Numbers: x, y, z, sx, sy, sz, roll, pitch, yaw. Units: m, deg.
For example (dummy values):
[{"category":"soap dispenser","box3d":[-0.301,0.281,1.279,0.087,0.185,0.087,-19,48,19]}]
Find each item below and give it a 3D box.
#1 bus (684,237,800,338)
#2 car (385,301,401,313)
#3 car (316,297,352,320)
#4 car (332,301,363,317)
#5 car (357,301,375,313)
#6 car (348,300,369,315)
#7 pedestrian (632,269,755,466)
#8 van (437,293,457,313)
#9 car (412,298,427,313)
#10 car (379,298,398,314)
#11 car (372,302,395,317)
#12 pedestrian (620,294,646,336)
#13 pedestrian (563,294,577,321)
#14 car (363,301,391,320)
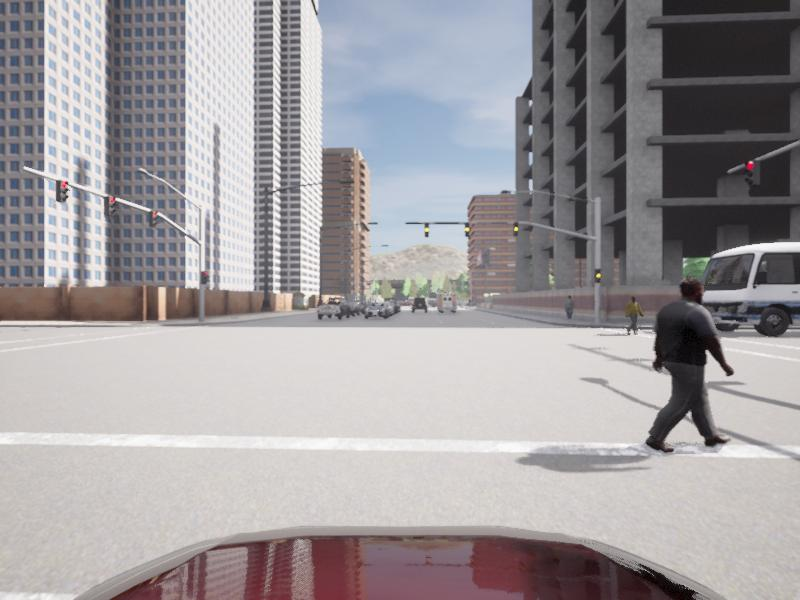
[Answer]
[{"category":"bus","box3d":[19.848,-0.524,18.626,10.273,4.253,3.944,0,0,3]},{"category":"car","box3d":[-0.870,0.876,53.057,1.837,1.490,4.892,0,0,4]},{"category":"car","box3d":[-5.490,0.673,33.771,1.932,1.855,4.605,0,0,5]},{"category":"car","box3d":[-5.162,0.875,39.913,2.163,1.488,4.792,0,0,3]},{"category":"car","box3d":[-4.407,0.885,52.519,1.816,1.474,4.193,0,0,3]},{"category":"car","box3d":[-4.781,0.815,46.351,1.851,1.617,3.988,0,0,3]},{"category":"pedestrian","box3d":[3.011,0.640,4.185,0.751,1.860,0.751,0,0,2]},{"category":"van","box3d":[6.136,0.409,52.925,2.351,2.431,6.366,0,0,3]},{"category":"car","box3d":[2.606,0.677,52.530,1.905,1.878,3.866,0,0,3]},{"category":"car","box3d":[-1.253,0.673,46.678,1.905,1.878,3.866,0,0,3]},{"category":"car","box3d":[-1.616,0.894,40.612,1.812,1.442,4.674,0,0,3]},{"category":"pedestrian","box3d":[10.418,0.647,17.927,0.751,1.860,0.751,0,0,2]},{"category":"pedestrian","box3d":[11.882,0.502,27.993,0.751,1.860,0.751,0,0,11]},{"category":"car","box3d":[-1.944,0.874,34.908,1.970,1.475,3.806,0,0,4]}]
